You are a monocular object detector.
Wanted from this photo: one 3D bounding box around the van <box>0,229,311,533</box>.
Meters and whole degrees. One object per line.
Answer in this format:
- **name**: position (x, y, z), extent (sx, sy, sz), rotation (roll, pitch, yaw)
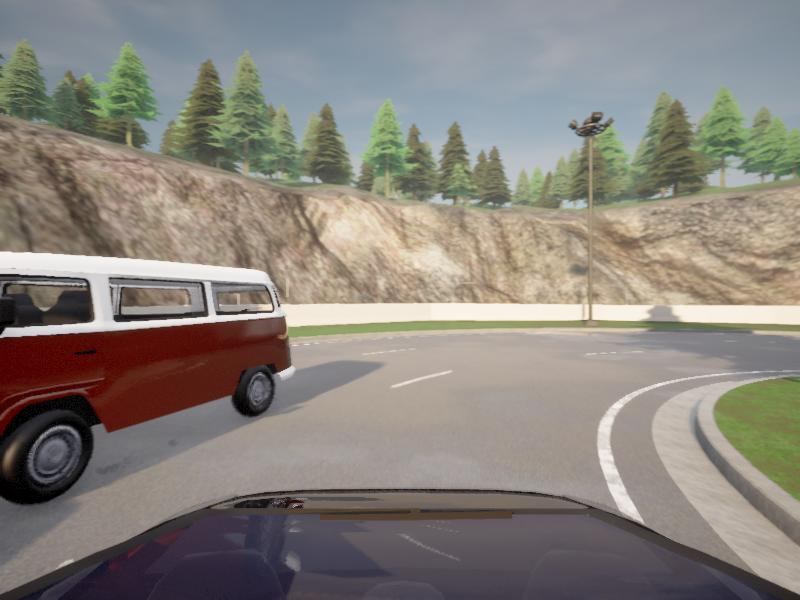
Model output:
- **van**: position (-3.145, 0.564, 4.532), extent (2.069, 2.038, 4.480), rotation (-2, 0, 19)
